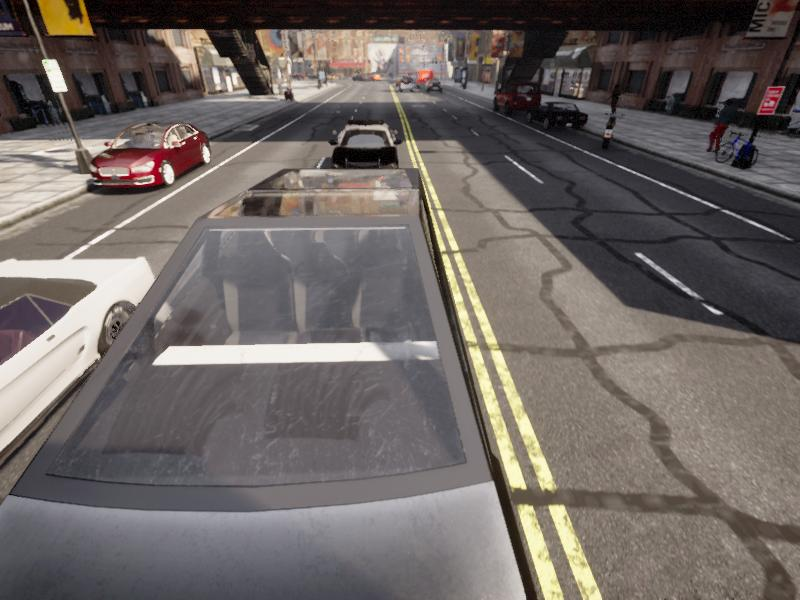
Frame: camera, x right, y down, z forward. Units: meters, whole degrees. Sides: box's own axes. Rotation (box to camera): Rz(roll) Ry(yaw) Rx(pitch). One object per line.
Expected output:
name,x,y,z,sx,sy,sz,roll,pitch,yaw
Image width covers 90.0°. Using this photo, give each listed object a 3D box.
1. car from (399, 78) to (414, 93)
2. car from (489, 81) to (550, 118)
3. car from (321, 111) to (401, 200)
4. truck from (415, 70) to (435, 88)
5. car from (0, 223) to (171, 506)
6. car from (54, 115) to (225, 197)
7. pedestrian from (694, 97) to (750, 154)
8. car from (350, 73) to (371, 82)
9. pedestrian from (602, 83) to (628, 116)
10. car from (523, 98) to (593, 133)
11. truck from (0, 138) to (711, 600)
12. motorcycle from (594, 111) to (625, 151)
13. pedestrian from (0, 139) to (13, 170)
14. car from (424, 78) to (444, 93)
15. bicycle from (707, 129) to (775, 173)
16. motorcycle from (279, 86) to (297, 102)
car,0.802,-29.113,54.151,1.851,1.617,3.988,-1,30,-2
car,8.439,-14.587,28.884,2.435,2.045,5.566,-1,30,-2
car,-1.029,-4.652,12.308,1.930,1.638,5.238,-1,30,-2
truck,3.897,-35.012,63.327,2.627,2.467,5.204,-1,30,-2
car,-4.157,0.785,3.365,1.895,1.301,4.718,-1,30,-2
car,-7.553,-4.659,12.421,2.231,1.521,4.892,-1,30,-2
pedestrian,11.862,-6.439,14.801,0.751,1.860,0.751,-2,30,-3
car,-8.765,-49.592,89.142,2.242,1.667,4.611,-24,38,-35
pedestrian,14.039,-13.087,26.155,0.751,1.860,0.751,-5,31,-8
car,8.755,-10.537,22.693,1.895,1.301,4.718,-1,30,-2
truck,-0.660,0.088,3.761,2.390,2.098,6.274,-1,30,-2
motorcycle,8.937,-7.229,17.027,0.764,1.277,2.356,15,33,24
pedestrian,-13.003,-4.962,12.262,0.751,1.860,0.751,0,30,1
car,4.367,-28.255,52.665,2.038,1.542,4.974,-1,30,-2
bicycle,10.974,-4.861,12.957,0.373,1.024,1.643,7,30,-7
motorcycle,-10.402,-19.114,37.082,0.856,1.236,1.805,-18,35,-28
